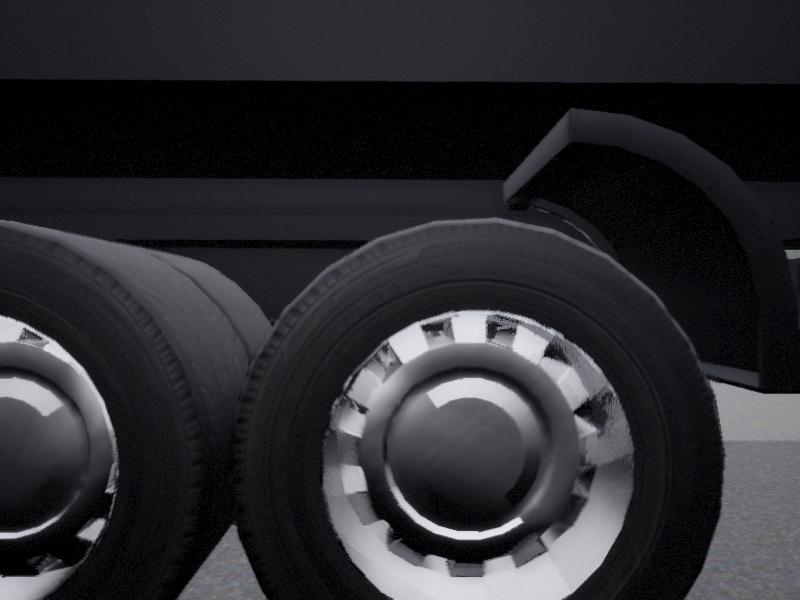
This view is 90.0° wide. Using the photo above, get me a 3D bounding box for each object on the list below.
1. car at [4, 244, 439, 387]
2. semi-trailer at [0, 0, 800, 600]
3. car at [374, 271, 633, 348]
[{"bbox_3d":[-2.064,0.182,5.699,5.027,1.651,2.152,0,0,0],"label":"car"},{"bbox_3d":[-3.636,-1.216,2.202,14.254,4.402,2.717,0,0,0],"label":"semi-trailer"},{"bbox_3d":[2.154,0.198,9.199,5.366,1.575,1.801,0,0,0],"label":"car"}]
